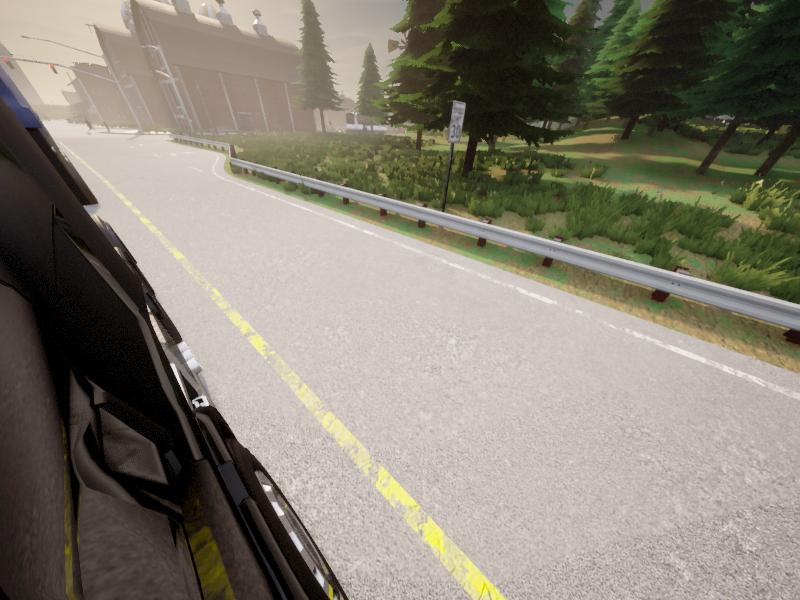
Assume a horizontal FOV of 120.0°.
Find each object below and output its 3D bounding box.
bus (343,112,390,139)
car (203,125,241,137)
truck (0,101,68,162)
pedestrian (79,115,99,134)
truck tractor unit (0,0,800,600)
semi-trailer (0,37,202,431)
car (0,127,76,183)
[{"bbox_3d":[-7.231,-38.764,51.497,3.944,4.253,10.273,28,43,29],"label":"bus"},{"bbox_3d":[-27.763,-26.432,36.142,1.994,1.385,4.181,27,43,29],"label":"car"},{"bbox_3d":[-21.926,-9.536,12.949,5.204,2.467,2.627,27,43,28],"label":"truck"},{"bbox_3d":[-39.822,-22.483,29.612,0.751,1.860,0.751,28,43,30],"label":"pedestrian"},{"bbox_3d":[-2.645,-0.295,0.351,6.516,4.208,3.053,28,44,30],"label":"truck tractor unit"},{"bbox_3d":[-8.746,-3.573,4.179,14.254,4.402,2.717,28,43,29],"label":"semi-trailer"},{"bbox_3d":[-16.061,-6.229,9.717,4.902,1.511,2.128,27,43,29],"label":"car"}]
